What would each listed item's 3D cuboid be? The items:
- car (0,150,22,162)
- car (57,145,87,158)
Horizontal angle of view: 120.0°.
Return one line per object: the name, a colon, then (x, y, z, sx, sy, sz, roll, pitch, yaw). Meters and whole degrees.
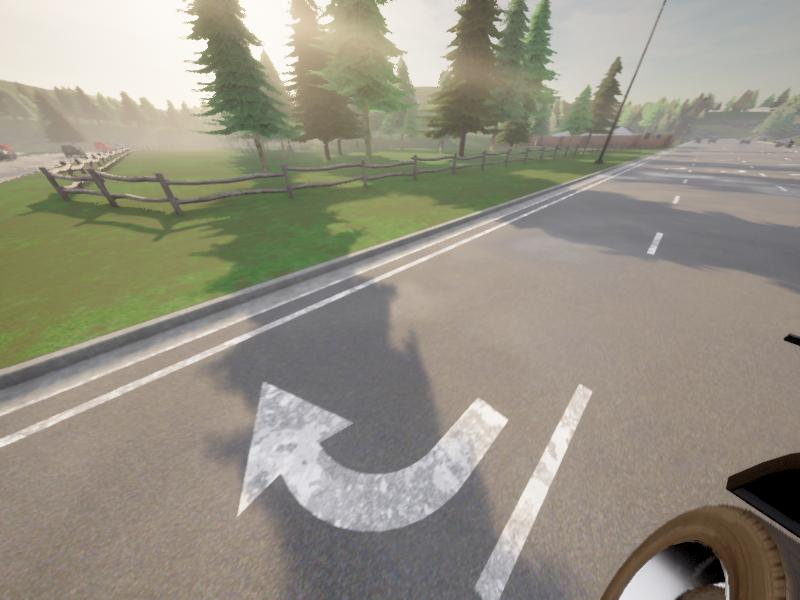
car: (-66.170, -24.088, 38.528, 1.837, 1.490, 4.892, -27, 43, -33)
car: (-64.925, -29.506, 45.834, 2.150, 2.045, 5.566, -27, 43, -33)
